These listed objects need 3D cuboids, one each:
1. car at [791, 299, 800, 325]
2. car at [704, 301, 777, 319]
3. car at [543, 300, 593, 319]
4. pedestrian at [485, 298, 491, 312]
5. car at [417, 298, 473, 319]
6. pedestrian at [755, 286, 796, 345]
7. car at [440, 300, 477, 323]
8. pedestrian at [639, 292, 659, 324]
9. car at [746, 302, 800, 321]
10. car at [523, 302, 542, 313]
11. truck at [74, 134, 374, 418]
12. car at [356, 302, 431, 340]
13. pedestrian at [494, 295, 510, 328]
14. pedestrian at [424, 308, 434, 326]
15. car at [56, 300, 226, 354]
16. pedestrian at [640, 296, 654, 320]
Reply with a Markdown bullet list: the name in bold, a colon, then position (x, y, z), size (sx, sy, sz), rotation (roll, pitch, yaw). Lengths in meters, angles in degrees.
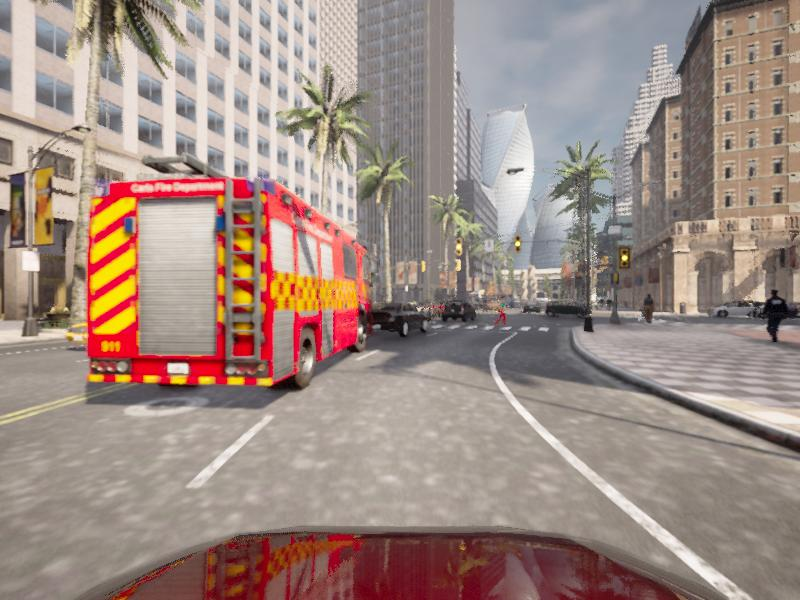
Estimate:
- **car**: position (28.345, 0.781, 25.080), size (5.027, 1.651, 2.152), rotation (0, 0, 23)
- **car**: position (30.150, 0.829, 35.624), size (4.514, 1.525, 2.007), rotation (0, 0, 23)
- **car**: position (14.996, 0.815, 35.798), size (3.705, 1.549, 1.789), rotation (0, 0, 41)
- **pedestrian**: position (11.889, 0.637, 54.180), size (0.751, 1.860, 0.751), rotation (0, 0, 18)
- **car**: position (4.022, 0.693, 36.009), size (4.553, 1.767, 2.097), rotation (0, 0, -23)
- **pedestrian**: position (12.306, 0.485, 13.132), size (0.751, 1.860, 0.751), rotation (0, 0, 22)
- **car**: position (4.475, 0.788, 30.200), size (1.851, 1.617, 3.988), rotation (0, 0, 23)
- **pedestrian**: position (15.065, 0.485, 24.195), size (0.751, 1.860, 0.751), rotation (0, 0, -23)
- **car**: position (31.005, 0.895, 31.514), size (5.357, 1.411, 2.033), rotation (0, 0, 23)
- **car**: position (16.743, 0.907, 50.477), size (1.994, 1.385, 4.181), rotation (0, 0, 23)
- **truck**: position (-2.757, -0.321, 9.748), size (2.891, 3.827, 8.468), rotation (0, 0, 6)
- **car**: position (-0.108, 0.845, 18.711), size (1.837, 1.490, 4.892), rotation (0, 0, 21)
- **pedestrian**: position (5.735, 0.637, 22.505), size (0.751, 1.860, 0.751), rotation (0, 0, 25)
- **pedestrian**: position (1.786, 1.017, 24.448), size (0.500, 1.100, 0.500), rotation (0, 0, 15)
- **car**: position (-8.907, 0.801, 14.527), size (1.801, 1.575, 5.366), rotation (0, 0, 15)
- **pedestrian**: position (19.759, 0.637, 31.992), size (0.751, 1.860, 0.751), rotation (0, 0, 11)
